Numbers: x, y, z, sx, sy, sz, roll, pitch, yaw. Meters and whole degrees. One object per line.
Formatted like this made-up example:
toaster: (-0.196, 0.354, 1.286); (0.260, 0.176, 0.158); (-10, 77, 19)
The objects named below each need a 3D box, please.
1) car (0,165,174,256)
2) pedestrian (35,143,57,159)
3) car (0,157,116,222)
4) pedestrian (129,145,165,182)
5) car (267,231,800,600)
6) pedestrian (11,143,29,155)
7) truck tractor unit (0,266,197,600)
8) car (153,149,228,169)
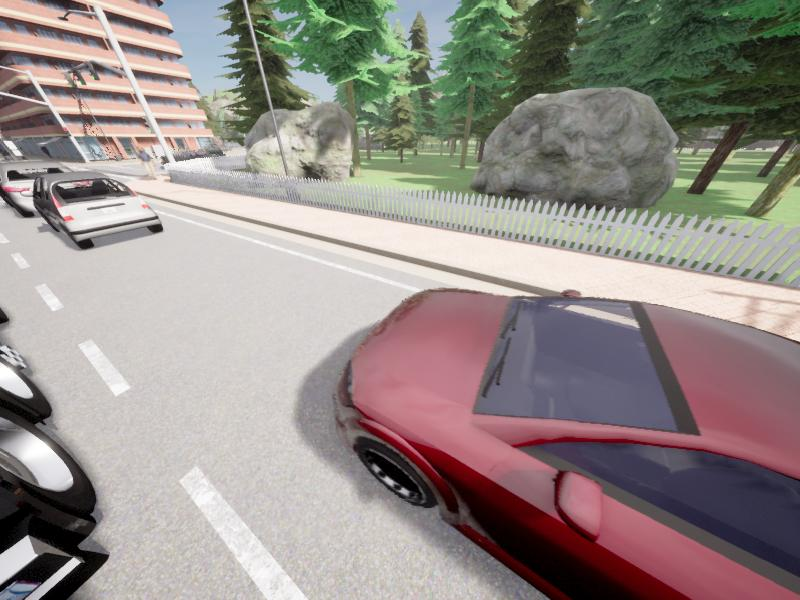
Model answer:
car: (-8.950, -2.774, 6.640); (3.988, 1.617, 1.851); (18, 39, 25)
pedestrian: (-49.377, -20.766, 32.238); (0.751, 1.860, 0.751); (19, 39, 25)
car: (-14.320, -4.612, 9.263); (4.611, 1.667, 2.242); (19, 39, 25)
pedestrian: (-15.395, -8.311, 14.106); (0.751, 1.860, 0.751); (-28, 43, -34)
car: (1.515, 0.825, 1.604); (4.181, 1.385, 1.994); (18, 39, 25)
pedestrian: (-67.597, -26.863, 41.128); (0.751, 1.860, 0.751); (18, 39, 25)
truck tractor unit: (-5.114, -0.298, 0.774); (6.516, 4.208, 3.053); (18, 39, 24)
car: (-21.261, -14.626, 23.836); (2.033, 1.411, 5.357); (11, 36, 15)
